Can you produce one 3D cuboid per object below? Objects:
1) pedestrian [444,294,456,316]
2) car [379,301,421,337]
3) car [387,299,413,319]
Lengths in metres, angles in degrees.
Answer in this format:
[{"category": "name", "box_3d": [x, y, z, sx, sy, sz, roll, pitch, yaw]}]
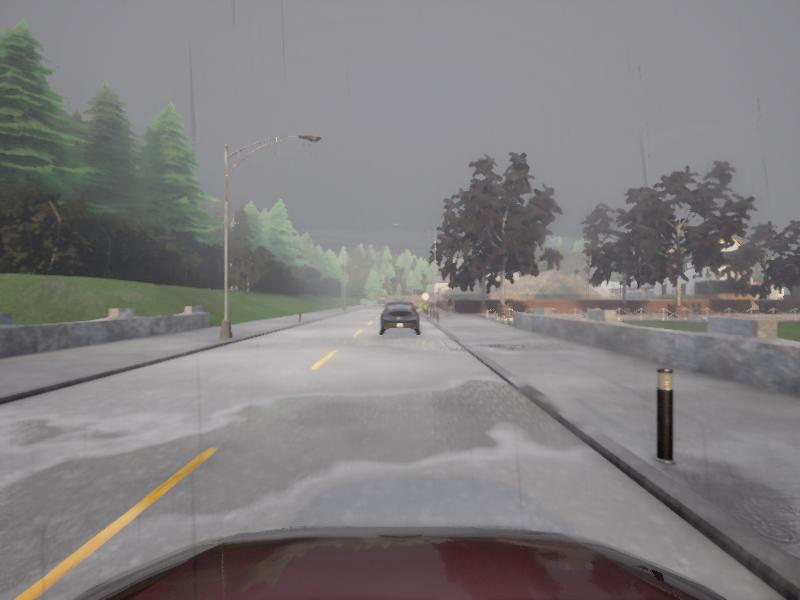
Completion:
[{"category": "pedestrian", "box_3d": [4.441, 0.442, 35.412, 0.751, 1.860, 0.751, 0, 0, -35]}, {"category": "car", "box_3d": [-0.001, 0.808, 19.761, 1.837, 1.490, 4.892, 0, 1, 0]}, {"category": "car", "box_3d": [-0.005, 0.711, 35.019, 2.152, 1.651, 5.027, 0, 0, 0]}]
